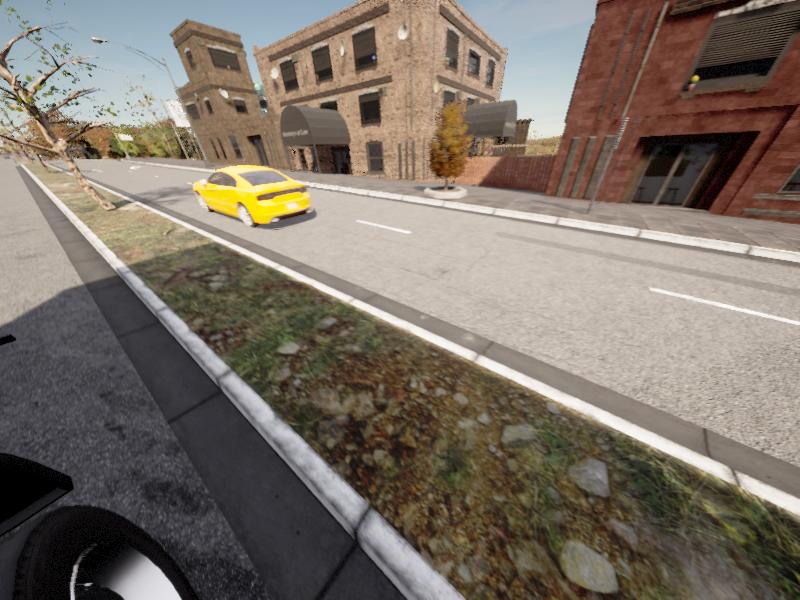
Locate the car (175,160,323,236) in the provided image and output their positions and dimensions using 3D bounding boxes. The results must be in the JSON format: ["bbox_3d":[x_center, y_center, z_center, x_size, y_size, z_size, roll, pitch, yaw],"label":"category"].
[{"bbox_3d":[-5.174,-3.708,7.860,5.008,1.535,1.882,22,41,28],"label":"car"}]
